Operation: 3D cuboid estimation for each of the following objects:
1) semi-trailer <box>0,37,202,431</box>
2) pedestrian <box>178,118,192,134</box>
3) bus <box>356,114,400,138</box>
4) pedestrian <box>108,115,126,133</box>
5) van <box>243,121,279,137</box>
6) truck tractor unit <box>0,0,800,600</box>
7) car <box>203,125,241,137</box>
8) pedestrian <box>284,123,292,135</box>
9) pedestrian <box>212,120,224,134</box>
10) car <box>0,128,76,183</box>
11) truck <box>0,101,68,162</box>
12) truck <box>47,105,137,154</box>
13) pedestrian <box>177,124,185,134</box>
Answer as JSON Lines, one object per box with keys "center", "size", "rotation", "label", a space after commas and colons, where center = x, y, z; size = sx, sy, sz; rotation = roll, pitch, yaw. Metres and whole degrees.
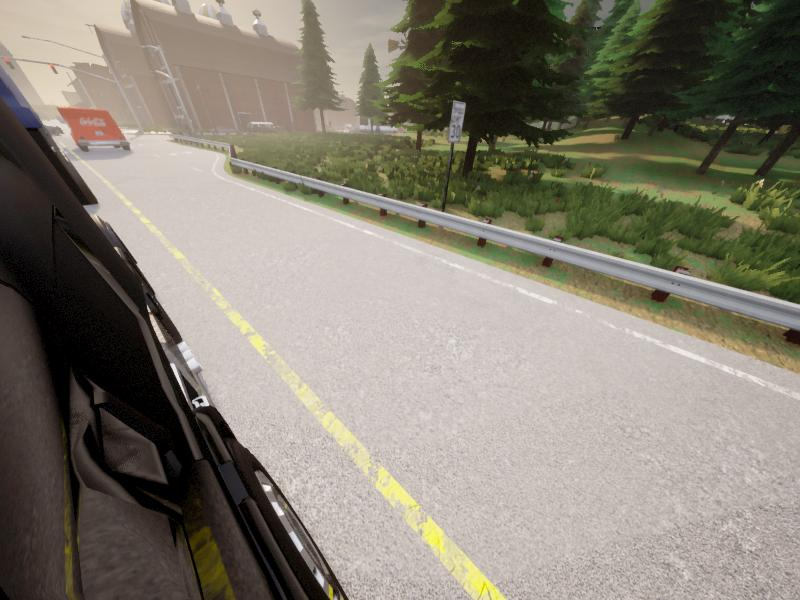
{"center": [-8.745, -3.573, 4.182], "size": [14.254, 4.402, 2.717], "rotation": [28, 43, 29], "label": "semi-trailer"}
{"center": [-33.070, -26.769, 35.567], "size": [0.751, 1.860, 0.751], "rotation": [27, 43, 29], "label": "pedestrian"}
{"center": [-4.818, -40.442, 53.911], "size": [3.944, 4.253, 10.273], "rotation": [28, 43, 29], "label": "bus"}
{"center": [-38.195, -23.734, 31.148], "size": [0.751, 1.860, 0.751], "rotation": [31, 45, 33], "label": "pedestrian"}
{"center": [-23.827, -29.446, 39.868], "size": [2.069, 2.038, 4.480], "rotation": [27, 43, 29], "label": "van"}
{"center": [-2.645, -0.295, 0.351], "size": [6.516, 4.208, 3.053], "rotation": [28, 44, 30], "label": "truck tractor unit"}
{"center": [-27.756, -26.431, 36.152], "size": [1.994, 1.385, 4.181], "rotation": [27, 43, 29], "label": "car"}
{"center": [-22.413, -34.290, 46.288], "size": [0.751, 1.860, 0.751], "rotation": [-24, 44, -31], "label": "pedestrian"}
{"center": [-30.311, -28.807, 38.464], "size": [0.751, 1.860, 0.751], "rotation": [28, 43, 29], "label": "pedestrian"}
{"center": [-16.060, -6.228, 9.720], "size": [4.902, 1.511, 2.128], "rotation": [27, 43, 29], "label": "car"}
{"center": [-21.925, -9.537, 12.956], "size": [5.204, 2.467, 2.627], "rotation": [27, 43, 28], "label": "truck"}
{"center": [-22.285, -12.374, 16.748], "size": [5.204, 2.467, 2.627], "rotation": [27, 43, 28], "label": "truck"}
{"center": [-33.686, -26.313, 35.553], "size": [0.500, 1.100, 0.500], "rotation": [-25, 45, -32], "label": "pedestrian"}
